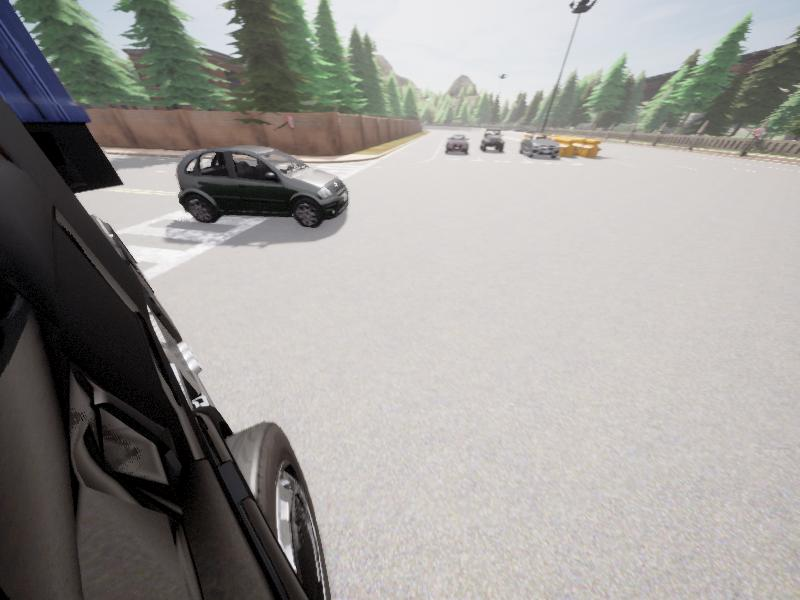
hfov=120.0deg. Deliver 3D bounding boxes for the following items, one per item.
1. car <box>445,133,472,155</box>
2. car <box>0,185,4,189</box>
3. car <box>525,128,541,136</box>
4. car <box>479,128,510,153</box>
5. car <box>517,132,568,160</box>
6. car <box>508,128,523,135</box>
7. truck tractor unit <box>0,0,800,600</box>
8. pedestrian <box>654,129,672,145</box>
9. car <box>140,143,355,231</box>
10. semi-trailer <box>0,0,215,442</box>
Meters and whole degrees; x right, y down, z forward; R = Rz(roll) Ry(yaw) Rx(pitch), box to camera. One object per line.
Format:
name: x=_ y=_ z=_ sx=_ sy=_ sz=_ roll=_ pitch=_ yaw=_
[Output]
car: x=5.315 y=-14.431 z=21.332 sx=1.994 sy=1.385 sz=4.181 roll=7 pitch=38 yaw=7
car: x=-16.091 y=-4.240 z=7.301 sx=3.633 sy=1.501 sz=1.845 roll=7 pitch=38 yaw=7
car: x=35.464 y=-44.862 z=61.728 sx=1.837 sy=1.490 sz=4.892 roll=6 pitch=38 yaw=6
car: x=9.297 y=-16.028 z=23.099 sx=1.905 sy=1.878 sz=3.866 roll=7 pitch=38 yaw=7
car: x=12.174 y=-13.567 z=20.202 sx=2.152 sy=1.651 sz=5.027 roll=7 pitch=38 yaw=7
car: x=32.440 y=-47.535 z=65.094 sx=2.038 sy=1.542 sz=4.974 roll=4 pitch=38 yaw=4
truck tractor unit: x=-2.645 y=-0.295 z=0.351 sx=6.516 sy=4.208 sz=3.053 roll=28 pitch=44 yaw=30
pedestrian: x=39.151 y=-24.258 z=34.431 sx=0.751 sy=1.860 sz=0.751 roll=8 pitch=38 yaw=9
car: x=-3.431 y=-2.998 z=5.996 sx=3.988 sy=1.617 sz=1.851 roll=3 pitch=38 yaw=3
semi-trailer: x=-9.888 y=-2.245 z=2.504 sx=14.254 sy=4.402 sz=2.717 roll=11 pitch=38 yaw=12
